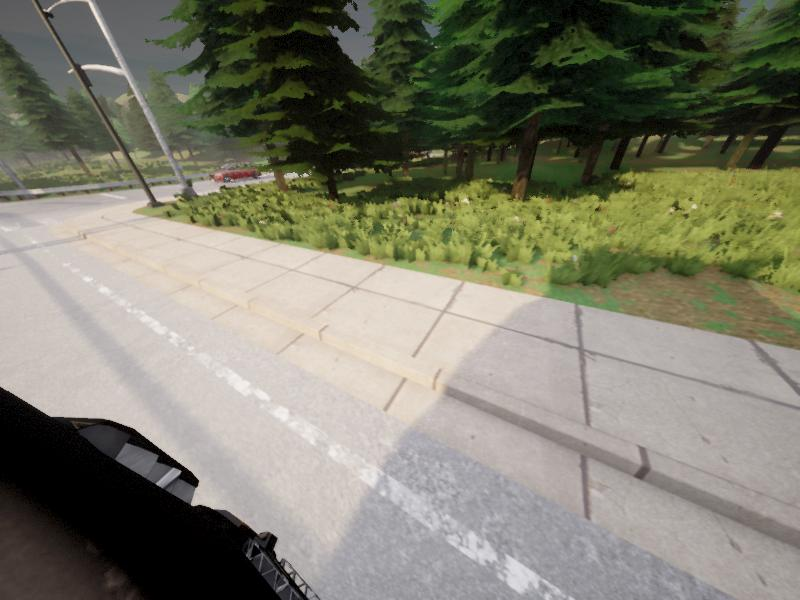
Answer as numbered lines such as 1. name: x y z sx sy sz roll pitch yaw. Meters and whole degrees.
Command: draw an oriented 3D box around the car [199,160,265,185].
1. car: -16.563 -12.838 23.125 2.242 1.667 4.611 15 37 25
